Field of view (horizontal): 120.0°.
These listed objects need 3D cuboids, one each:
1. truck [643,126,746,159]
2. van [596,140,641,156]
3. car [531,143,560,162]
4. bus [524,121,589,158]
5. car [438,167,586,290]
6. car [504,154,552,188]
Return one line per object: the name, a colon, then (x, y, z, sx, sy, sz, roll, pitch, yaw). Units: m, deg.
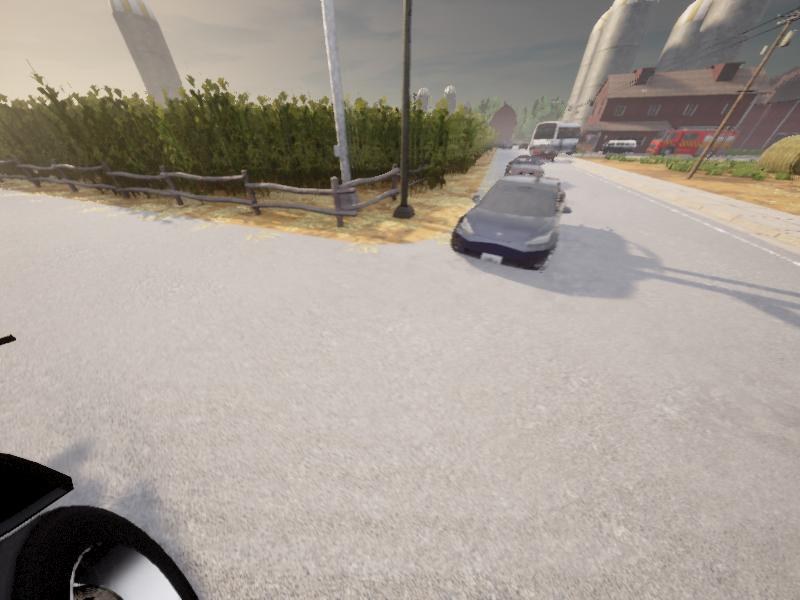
truck: (43.932, -23.923, 35.043, 8.468, 3.827, 2.891, 12, 37, 15)
van: (35.668, -24.893, 37.880, 4.480, 2.038, 2.069, 12, 37, 16)
car: (17.833, -18.271, 28.531, 2.097, 1.767, 4.553, 12, 37, 16)
bus: (24.137, -24.729, 35.646, 10.273, 4.253, 3.944, -26, 42, -31)
car: (3.058, -2.286, 5.916, 2.163, 1.488, 4.792, 20, 40, 26)
car: (7.700, -8.087, 14.313, 1.994, 1.385, 4.181, 12, 37, 16)
